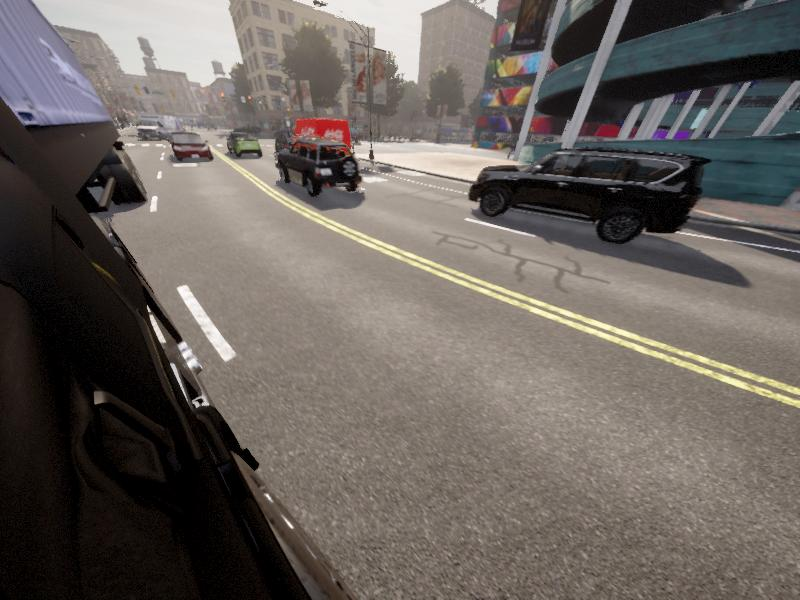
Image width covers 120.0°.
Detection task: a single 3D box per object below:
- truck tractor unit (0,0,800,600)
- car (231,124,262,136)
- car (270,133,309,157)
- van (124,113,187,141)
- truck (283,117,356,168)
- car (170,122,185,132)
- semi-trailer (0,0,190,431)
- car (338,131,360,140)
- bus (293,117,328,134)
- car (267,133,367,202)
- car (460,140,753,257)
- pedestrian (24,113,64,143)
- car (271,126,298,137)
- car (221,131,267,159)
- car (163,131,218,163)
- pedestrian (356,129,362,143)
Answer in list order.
[{"bbox_3d":[-2.645,-0.295,0.351,6.516,4.208,3.053,28,44,30],"label":"truck tractor unit"},{"bbox_3d":[-31.323,-34.884,47.395,4.605,1.855,1.932,-2,37,-7],"label":"car"},{"bbox_3d":[-9.749,-13.678,20.326,1.789,1.549,3.705,-23,44,-31],"label":"car"},{"bbox_3d":[-29.726,-21.284,28.530,2.351,2.431,6.366,-7,38,-13],"label":"van"},{"bbox_3d":[-5.580,-10.810,15.900,2.627,2.467,5.204,-24,42,-31],"label":"truck"},{"bbox_3d":[-48.273,-37.499,50.045,1.882,1.535,5.008,-23,44,-31],"label":"car"},{"bbox_3d":[-8.152,-3.914,4.719,2.717,4.402,14.254,-27,46,-34],"label":"semi-trailer"},{"bbox_3d":[-11.908,-38.465,54.007,4.674,1.442,1.812,-23,44,-31],"label":"car"},{"bbox_3d":[-31.918,-62.234,82.580,10.273,4.253,3.944,-24,44,-31],"label":"bus"},{"bbox_3d":[-3.512,-5.680,9.605,1.932,1.855,4.605,-26,45,-33],"label":"car"},{"bbox_3d":[5.041,-3.402,6.968,5.566,2.045,2.150,25,42,27],"label":"car"},{"bbox_3d":[-28.315,-13.638,18.403,0.751,1.860,0.751,-16,40,-24],"label":"pedestrian"},{"bbox_3d":[-24.750,-35.961,49.396,4.553,1.767,2.097,-20,42,-28],"label":"car"},{"bbox_3d":[-12.616,-12.563,18.629,2.007,1.525,4.514,-23,44,-31],"label":"car"},{"bbox_3d":[-14.429,-10.609,15.879,2.163,1.488,4.792,-23,44,-31],"label":"car"},{"bbox_3d":[-6.845,-27.282,38.492,0.751,1.860,0.751,-15,40,-23],"label":"pedestrian"}]
